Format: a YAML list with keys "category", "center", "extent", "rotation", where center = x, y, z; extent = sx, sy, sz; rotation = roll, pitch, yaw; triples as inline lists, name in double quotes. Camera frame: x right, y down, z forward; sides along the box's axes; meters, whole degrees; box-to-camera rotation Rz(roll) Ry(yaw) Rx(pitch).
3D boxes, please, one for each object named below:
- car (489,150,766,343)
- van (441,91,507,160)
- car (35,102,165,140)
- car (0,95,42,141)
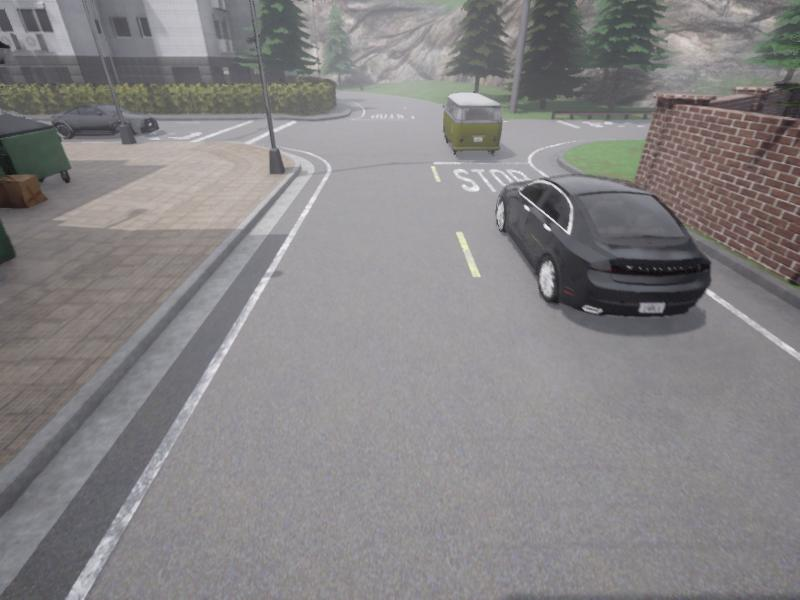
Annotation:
- category: "car"
  center: [3.021, -1.342, 6.822]
  extent: [1.837, 1.490, 4.892]
  rotation: [0, 30, -1]
- category: "van"
  center: [2.833, -7.260, 16.394]
  extent: [1.775, 1.987, 4.442]
  rotation: [-1, 32, -1]
- category: "car"
  center: [-13.672, -8.311, 18.529]
  extent: [4.181, 1.385, 1.994]
  rotation: [-1, 30, -2]
- category: "car"
  center: [-19.918, -8.337, 18.274]
  extent: [4.611, 1.667, 2.242]
  rotation: [-1, 30, -2]
